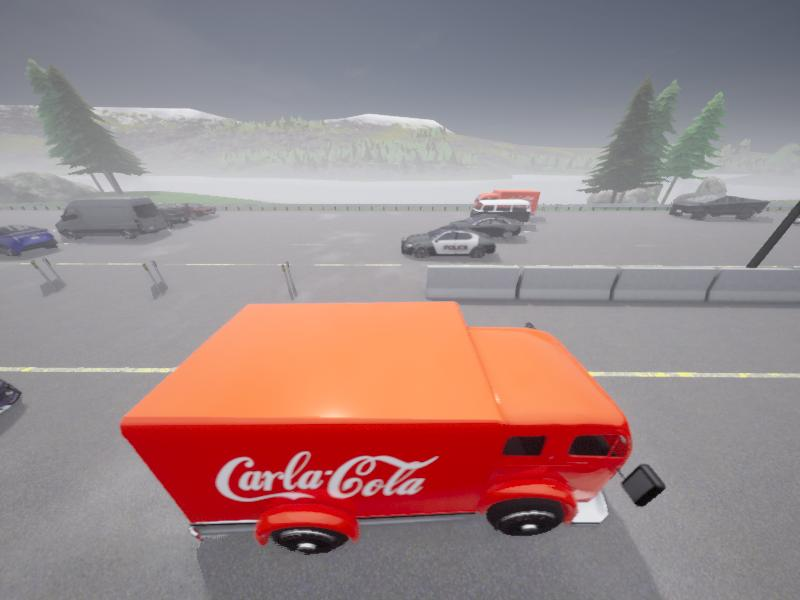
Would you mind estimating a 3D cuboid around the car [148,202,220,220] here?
[{"bbox_3d":[-20.517,-8.544,22.108,4.718,1.301,1.895,0,30,1],"label":"car"}]

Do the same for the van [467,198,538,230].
[{"bbox_3d":[8.061,-6.964,18.631,4.480,2.038,2.069,1,30,0],"label":"van"}]

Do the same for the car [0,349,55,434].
[{"bbox_3d":[-9.893,1.887,3.710,4.856,1.649,2.033,0,30,0],"label":"car"}]

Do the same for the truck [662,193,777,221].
[{"bbox_3d":[29.287,-8.633,21.459,6.274,2.098,2.390,0,30,0],"label":"truck"}]

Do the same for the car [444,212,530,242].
[{"bbox_3d":[5.710,-4.999,15.753,4.902,1.511,2.128,0,30,1],"label":"car"}]

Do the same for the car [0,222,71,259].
[{"bbox_3d":[-22.493,-3.402,12.972,4.514,1.525,2.007,0,30,1],"label":"car"}]

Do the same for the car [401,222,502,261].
[{"bbox_3d":[2.570,-3.276,12.743,4.974,1.542,2.038,0,30,1],"label":"car"}]

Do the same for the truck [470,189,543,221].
[{"bbox_3d":[9.655,-8.895,21.541,5.204,2.467,2.627,0,30,0],"label":"truck"}]

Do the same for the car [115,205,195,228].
[{"bbox_3d":[-20.008,-6.868,19.026,4.193,1.474,1.816,0,30,0],"label":"car"}]

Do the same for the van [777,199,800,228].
[{"bbox_3d":[34.599,-6.832,18.402,4.480,2.038,2.069,0,30,0],"label":"van"}]

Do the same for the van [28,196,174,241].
[{"bbox_3d":[-19.836,-5.563,15.699,5.915,2.561,1.988,-1,30,-1],"label":"van"}]

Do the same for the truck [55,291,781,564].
[{"bbox_3d":[0.124,1.574,3.410,5.204,2.467,2.627,0,30,0],"label":"truck"}]
